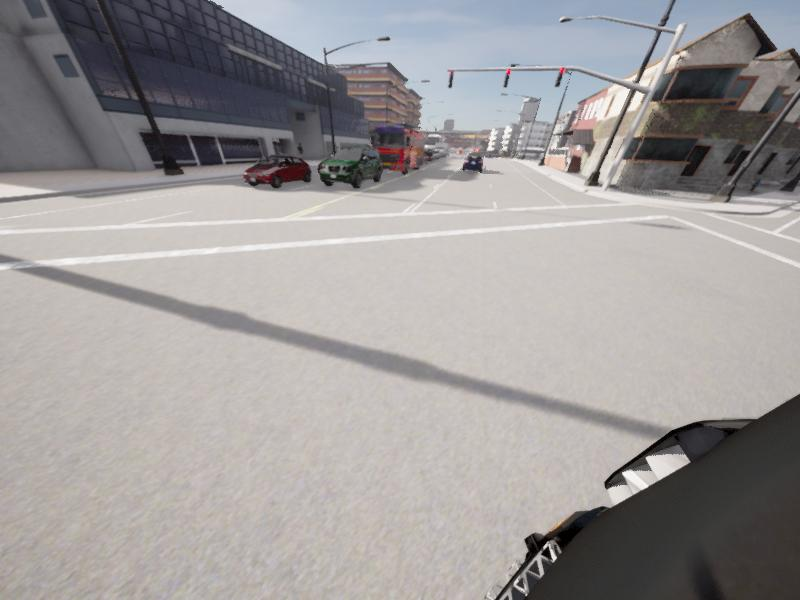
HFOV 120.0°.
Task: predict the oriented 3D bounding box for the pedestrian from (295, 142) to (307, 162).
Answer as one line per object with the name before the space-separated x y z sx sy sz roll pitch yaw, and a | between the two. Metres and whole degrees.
pedestrian | -11.457 -17.157 26.778 0.751 1.860 0.751 9 34 10

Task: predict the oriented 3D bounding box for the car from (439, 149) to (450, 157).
car | 10.085 -32.858 51.654 1.812 1.442 4.674 10 34 11

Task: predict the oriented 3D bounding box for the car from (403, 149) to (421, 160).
car | 2.018 -24.454 38.768 1.994 1.385 4.181 11 36 12

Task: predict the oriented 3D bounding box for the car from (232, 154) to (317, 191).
car | -7.007 -7.561 13.493 1.816 1.474 4.193 11 35 13

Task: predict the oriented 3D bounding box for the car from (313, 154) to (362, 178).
car | -5.010 -11.224 19.223 1.994 1.385 4.181 12 35 14

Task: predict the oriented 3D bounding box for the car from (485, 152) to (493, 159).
car | 33.304 -54.134 86.284 2.150 2.045 5.566 11 34 12

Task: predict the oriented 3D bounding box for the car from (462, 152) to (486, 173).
car | 8.610 -16.022 26.812 2.242 1.667 4.611 11 36 13

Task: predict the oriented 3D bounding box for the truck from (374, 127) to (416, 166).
truck | -0.446 -20.721 31.146 2.891 3.827 8.468 11 36 13

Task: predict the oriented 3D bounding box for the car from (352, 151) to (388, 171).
car | -3.037 -14.973 24.699 2.038 1.542 4.974 11 35 13

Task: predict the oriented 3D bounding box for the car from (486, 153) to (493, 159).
car | 31.299 -50.363 80.765 1.816 1.474 4.193 11 33 13

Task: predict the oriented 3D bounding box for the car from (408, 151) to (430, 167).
car | 2.550 -18.403 30.078 1.812 1.442 4.674 11 36 13

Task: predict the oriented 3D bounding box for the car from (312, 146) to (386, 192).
car | -2.850 -8.514 14.695 2.150 2.045 5.566 11 35 12

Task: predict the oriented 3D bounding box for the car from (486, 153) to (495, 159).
car | 28.330 -45.053 72.276 1.994 1.385 4.181 11 33 12

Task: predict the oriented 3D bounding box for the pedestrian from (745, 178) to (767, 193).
pedestrian | 30.117 -9.715 19.550 0.500 1.100 0.500 -13 37 -22

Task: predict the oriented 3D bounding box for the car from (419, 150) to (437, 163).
car | 4.301 -21.793 34.995 1.816 1.474 4.193 11 36 13

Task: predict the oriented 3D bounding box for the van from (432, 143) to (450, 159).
van | 8.188 -29.429 45.486 2.351 2.431 6.366 11 35 13

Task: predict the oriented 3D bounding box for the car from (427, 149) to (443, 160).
car | 6.080 -25.143 39.907 1.970 1.475 3.806 11 36 13

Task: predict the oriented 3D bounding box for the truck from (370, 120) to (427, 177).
truck | 0.166 -14.704 22.479 2.891 3.827 8.468 11 35 13

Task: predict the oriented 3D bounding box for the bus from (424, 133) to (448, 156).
bus | 8.994 -38.089 57.037 3.944 4.253 10.273 11 34 13
